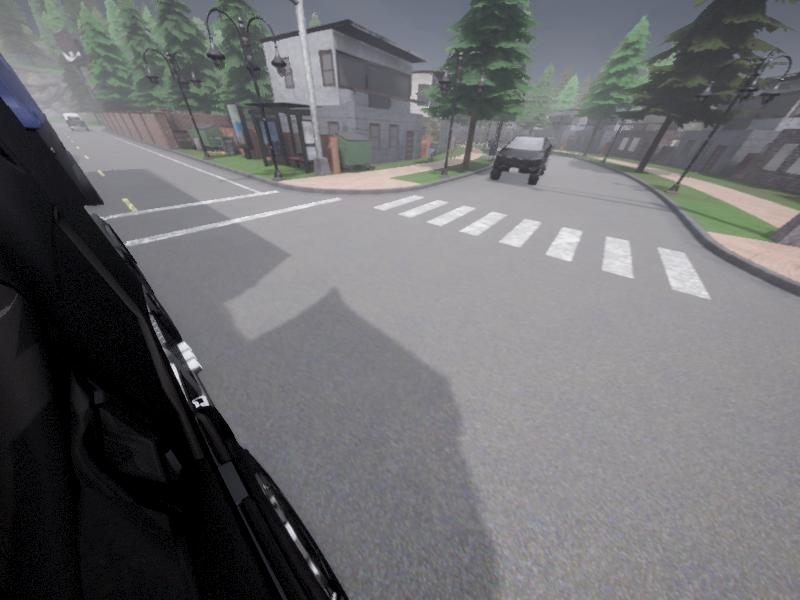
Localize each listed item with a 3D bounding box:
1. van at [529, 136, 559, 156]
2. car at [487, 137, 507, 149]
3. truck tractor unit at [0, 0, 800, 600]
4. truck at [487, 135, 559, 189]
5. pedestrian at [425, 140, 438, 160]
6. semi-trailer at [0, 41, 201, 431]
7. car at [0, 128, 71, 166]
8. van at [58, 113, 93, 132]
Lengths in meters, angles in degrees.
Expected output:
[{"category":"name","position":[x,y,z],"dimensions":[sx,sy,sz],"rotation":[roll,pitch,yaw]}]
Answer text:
[{"category":"van","position":[19.661,-21.153,31.690],"dimensions":[1.775,1.987,4.442],"rotation":[8,37,7]},{"category":"car","position":[17.137,-27.917,40.999],"dimensions":[1.845,1.501,3.633],"rotation":[1,37,-3]},{"category":"truck tractor unit","position":[-2.645,-0.295,0.351],"dimensions":[6.516,4.208,3.053],"rotation":[28,44,30]},{"category":"truck","position":[7.401,-8.375,13.620],"dimensions":[2.390,2.098,6.274],"rotation":[22,41,23]},{"category":"pedestrian","position":[2.551,-12.177,18.789],"dimensions":[0.751,1.300,0.751],"rotation":[17,39,18]},{"category":"semi-trailer","position":[-8.696,-3.601,4.238],"dimensions":[14.254,4.402,2.717],"rotation":[28,43,30]},{"category":"car","position":[-19.752,-8.232,12.299],"dimensions":[4.181,1.385,1.994],"rotation":[28,43,30]},{"category":"van","position":[-47.725,-26.129,33.966],"dimensions":[4.480,2.038,2.069],"rotation":[28,43,30]}]
